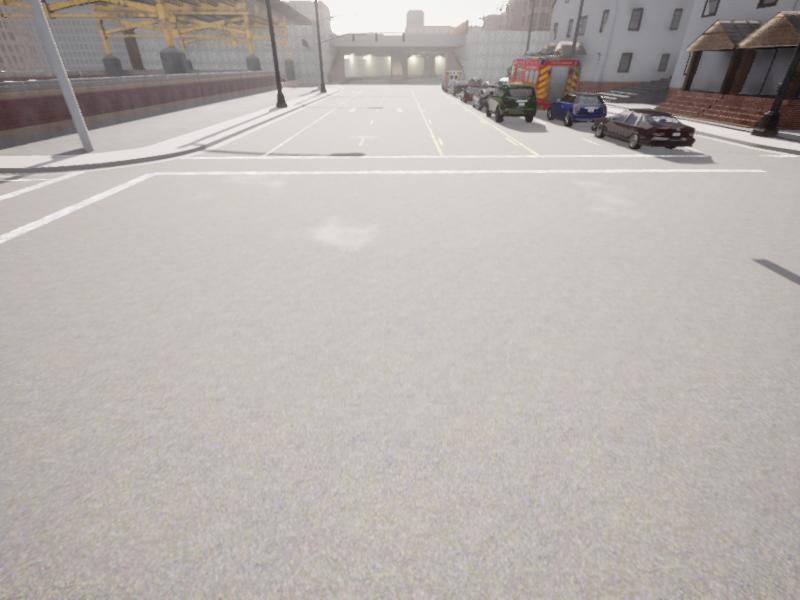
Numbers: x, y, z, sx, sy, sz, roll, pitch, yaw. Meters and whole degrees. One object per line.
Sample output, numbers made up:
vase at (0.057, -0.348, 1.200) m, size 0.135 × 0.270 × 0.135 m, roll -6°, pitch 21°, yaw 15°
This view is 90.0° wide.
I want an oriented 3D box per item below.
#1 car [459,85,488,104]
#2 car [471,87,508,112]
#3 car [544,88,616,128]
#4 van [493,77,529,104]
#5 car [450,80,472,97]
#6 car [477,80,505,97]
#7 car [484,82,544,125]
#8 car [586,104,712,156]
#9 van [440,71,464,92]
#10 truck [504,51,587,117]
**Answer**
car at (6.990, -19.852, 38.505) m, size 1.994 × 1.385 × 4.181 m, roll 0°, pitch 30°, yaw 1°
car at (7.003, -16.032, 31.862) m, size 1.837 × 1.490 × 4.892 m, roll 0°, pitch 30°, yaw 0°
car at (10.503, -11.487, 23.813) m, size 2.097 × 1.767 × 4.553 m, roll 0°, pitch 30°, yaw 0°
van at (10.502, -20.034, 38.153) m, size 2.069 × 2.038 × 4.480 m, roll 0°, pitch 30°, yaw 0°
car at (7.003, -24.674, 46.607) m, size 1.837 × 1.490 × 4.892 m, roll 0°, pitch 30°, yaw 0°
car at (10.499, -24.728, 46.684) m, size 2.128 × 1.511 × 4.902 m, roll 0°, pitch 30°, yaw 0°
car at (7.004, -12.545, 25.367) m, size 2.150 × 2.045 × 5.566 m, roll 0°, pitch 30°, yaw 0°
car at (10.531, -7.607, 17.593) m, size 2.033 × 1.411 × 5.357 m, roll -1°, pitch 30°, yaw -2°
van at (7.001, -30.106, 54.972) m, size 2.351 × 2.431 × 6.366 m, roll 0°, pitch 30°, yaw 0°
truck at (10.508, -16.379, 30.152) m, size 2.891 × 3.827 × 8.468 m, roll 0°, pitch 30°, yaw 0°
